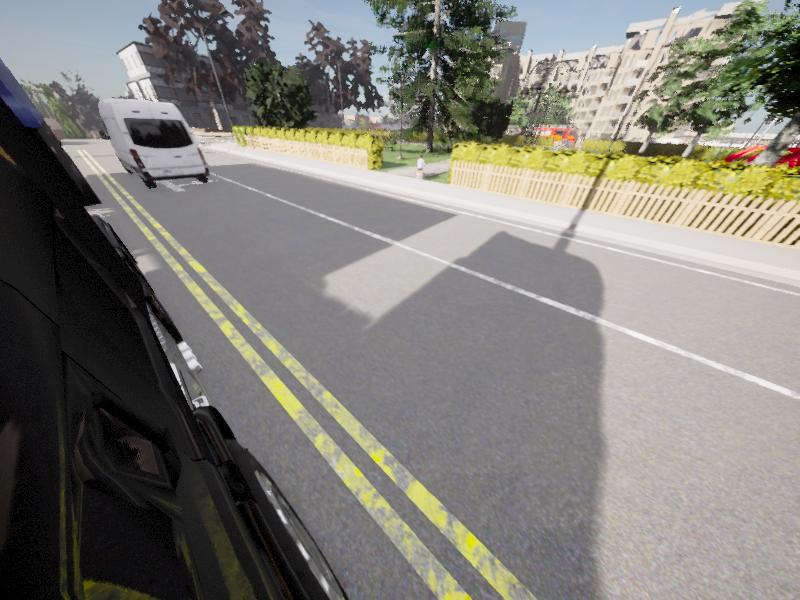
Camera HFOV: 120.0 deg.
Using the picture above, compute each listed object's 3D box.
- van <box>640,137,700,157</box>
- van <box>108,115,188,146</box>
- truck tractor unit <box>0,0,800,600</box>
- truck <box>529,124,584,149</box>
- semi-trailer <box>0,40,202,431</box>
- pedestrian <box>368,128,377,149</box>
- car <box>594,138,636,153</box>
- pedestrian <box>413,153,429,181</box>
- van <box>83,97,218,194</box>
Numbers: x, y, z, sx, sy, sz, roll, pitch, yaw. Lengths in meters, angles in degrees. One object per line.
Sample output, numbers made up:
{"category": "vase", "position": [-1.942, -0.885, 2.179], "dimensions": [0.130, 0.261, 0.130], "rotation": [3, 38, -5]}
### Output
{"category": "van", "position": [47.203, -26.981, 40.720], "dimensions": [6.366, 2.431, 2.351], "rotation": [29, 44, 31]}
{"category": "van", "position": [-23.198, -15.781, 21.647], "dimensions": [2.069, 2.038, 4.480], "rotation": [4, 34, 2]}
{"category": "truck tractor unit", "position": [-2.645, -0.295, 0.352], "dimensions": [6.516, 4.208, 3.053], "rotation": [28, 44, 30]}
{"category": "truck", "position": [33.417, -35.247, 49.725], "dimensions": [8.468, 3.827, 2.891], "rotation": [30, 45, 31]}
{"category": "semi-trailer", "position": [-8.720, -3.589, 4.210], "dimensions": [14.254, 4.402, 2.717], "rotation": [28, 44, 30]}
{"category": "pedestrian", "position": [-2.943, -17.570, 25.124], "dimensions": [0.751, 1.860, 0.751], "rotation": [6, 37, 5]}
{"category": "car", "position": [41.505, -29.972, 44.674], "dimensions": [5.566, 2.045, 2.150], "rotation": [29, 44, 31]}
{"category": "pedestrian", "position": [0.976, -6.257, 10.880], "dimensions": [0.500, 1.100, 0.500], "rotation": [-7, 38, -13]}
{"category": "van", "position": [-10.189, -6.375, 9.411], "dimensions": [5.915, 2.561, 1.988], "rotation": [28, 44, 30]}
